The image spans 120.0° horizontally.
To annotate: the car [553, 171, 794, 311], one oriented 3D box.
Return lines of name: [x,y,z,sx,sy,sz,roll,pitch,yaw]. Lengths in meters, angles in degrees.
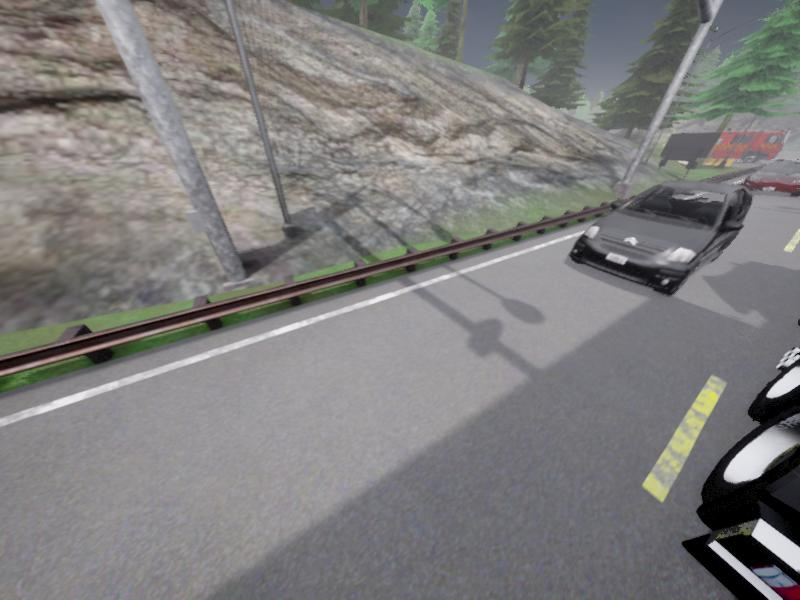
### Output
car: [5.569,-1.532,4.817,3.988,1.617,1.851,-19,40,-25]

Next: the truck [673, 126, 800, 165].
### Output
truck: [43.810,-20.542,30.695,2.891,3.827,8.468,-19,39,-26]

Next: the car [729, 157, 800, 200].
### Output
car: [20.081,-6.476,12.094,4.792,1.488,2.163,-19,39,-25]

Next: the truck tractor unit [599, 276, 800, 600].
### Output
truck tractor unit: [5.144,-0.263,0.761,6.516,4.208,3.053,-17,39,-23]
